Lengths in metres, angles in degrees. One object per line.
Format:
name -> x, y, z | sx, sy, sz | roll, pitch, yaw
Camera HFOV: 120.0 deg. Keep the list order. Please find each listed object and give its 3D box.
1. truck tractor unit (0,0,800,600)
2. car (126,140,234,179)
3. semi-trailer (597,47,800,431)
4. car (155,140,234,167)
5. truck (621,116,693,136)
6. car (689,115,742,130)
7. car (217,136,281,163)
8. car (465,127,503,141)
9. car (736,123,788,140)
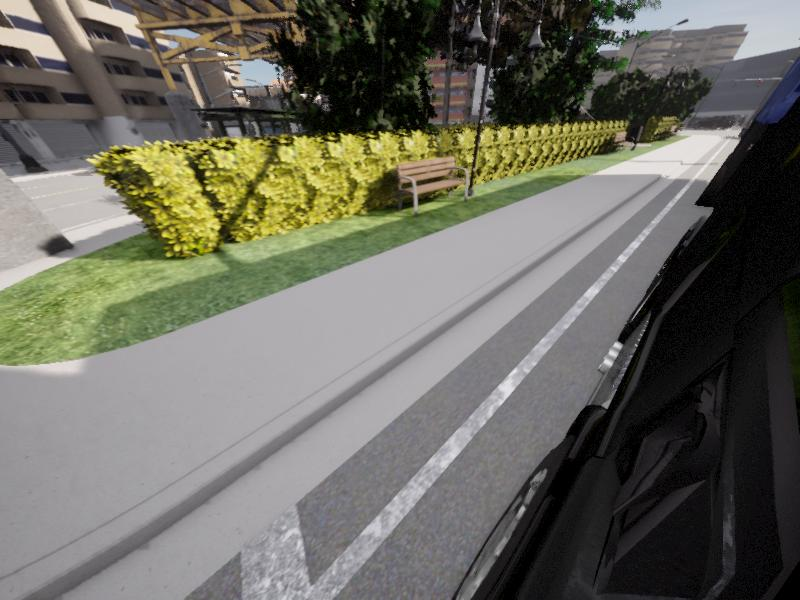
truck tractor unit -> 2.645, -0.295, 0.351 | 6.516, 4.208, 3.053 | -28, 44, -30
car -> -13.924, -9.395, 15.227 | 1.930, 1.638, 5.238 | 2, 37, 5
semi-trailer -> 8.720, -3.564, 4.246 | 14.254, 4.402, 2.717 | -28, 44, -30
car -> -16.952, -12.437, 19.502 | 2.163, 1.488, 4.792 | 2, 37, 5
truck -> 35.825, -24.432, 32.491 | 6.274, 2.098, 2.390 | 2, 37, 5
car -> 57.320, -32.331, 42.157 | 2.150, 2.045, 5.566 | 1, 37, 4
car -> -13.251, -13.629, 20.795 | 2.152, 1.651, 5.027 | 2, 37, 5
car -> 12.619, -25.089, 34.860 | 4.902, 1.511, 2.128 | 2, 37, 6
car -> 37.517, -17.608, 24.078 | 1.895, 1.301, 4.718 | 27, 46, 33
